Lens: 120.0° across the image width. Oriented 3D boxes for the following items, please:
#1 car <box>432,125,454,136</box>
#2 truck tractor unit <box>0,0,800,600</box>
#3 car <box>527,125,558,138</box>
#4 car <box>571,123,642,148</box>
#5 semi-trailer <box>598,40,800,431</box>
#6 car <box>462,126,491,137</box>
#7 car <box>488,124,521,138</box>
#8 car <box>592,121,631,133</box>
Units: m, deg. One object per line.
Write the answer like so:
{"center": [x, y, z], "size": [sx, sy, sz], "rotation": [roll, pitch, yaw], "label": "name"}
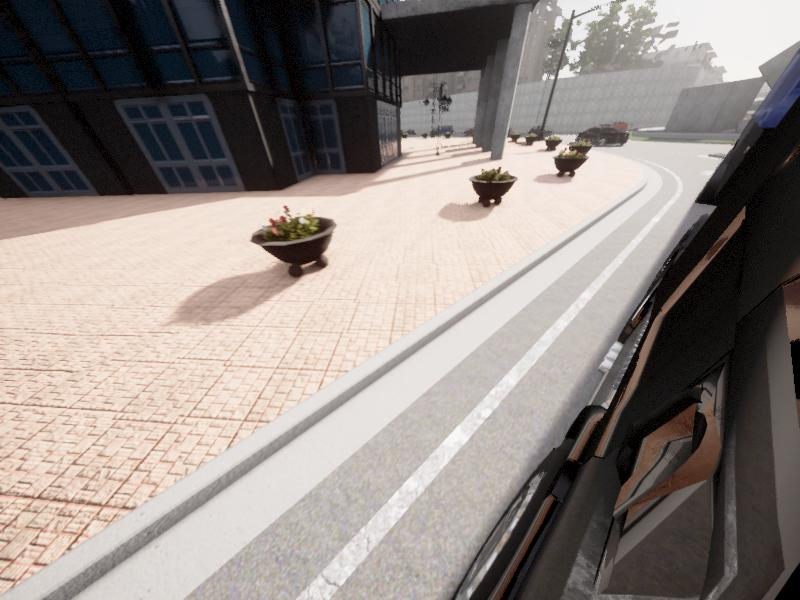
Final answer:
{"center": [11.082, -43.867, 59.729], "size": [2.150, 2.045, 5.566], "rotation": [-27, 43, -29], "label": "car"}
{"center": [2.645, -0.295, 0.351], "size": [6.516, 4.208, 3.053], "rotation": [-28, 44, -30], "label": "truck tractor unit"}
{"center": [22.277, -26.557, 36.372], "size": [1.845, 1.501, 3.633], "rotation": [-13, 38, -14], "label": "car"}
{"center": [19.350, -15.780, 22.095], "size": [1.930, 1.638, 5.238], "rotation": [-4, 37, -1], "label": "car"}
{"center": [8.678, -3.621, 4.245], "size": [14.254, 4.402, 2.717], "rotation": [-28, 44, -30], "label": "semi-trailer"}
{"center": [15.251, -33.804, 46.401], "size": [2.152, 1.651, 5.027], "rotation": [-25, 42, -27], "label": "car"}
{"center": [17.363, -28.224, 38.615], "size": [1.932, 1.855, 4.605], "rotation": [-21, 40, -23], "label": "car"}
{"center": [37.331, -30.644, 40.869], "size": [4.514, 1.525, 2.007], "rotation": [8, 38, 14], "label": "car"}
